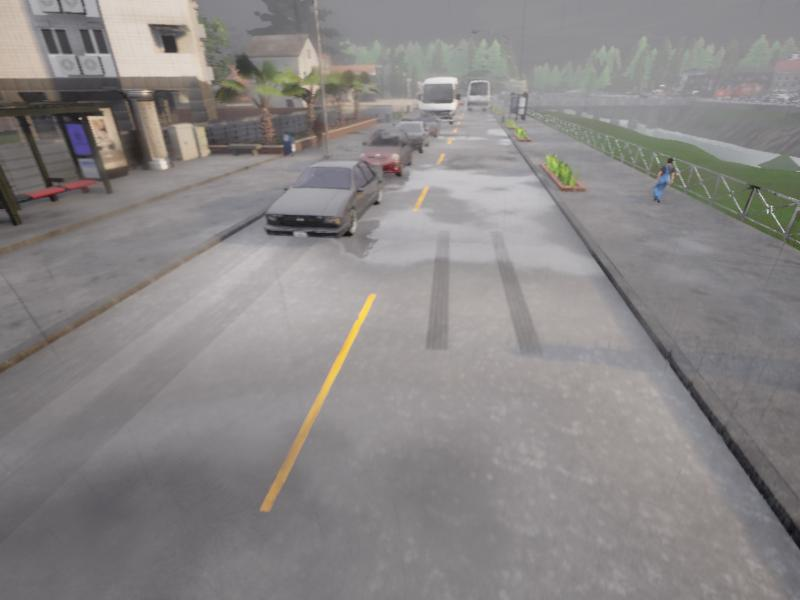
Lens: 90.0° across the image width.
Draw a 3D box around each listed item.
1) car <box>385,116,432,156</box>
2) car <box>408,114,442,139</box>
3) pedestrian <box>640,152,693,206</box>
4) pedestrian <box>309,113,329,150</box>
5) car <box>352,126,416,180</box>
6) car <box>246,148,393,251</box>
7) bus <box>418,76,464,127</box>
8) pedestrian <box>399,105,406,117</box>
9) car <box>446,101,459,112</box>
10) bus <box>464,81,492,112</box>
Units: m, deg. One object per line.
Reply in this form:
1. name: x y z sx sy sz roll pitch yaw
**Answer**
1. car: 0.611 -9.438 22.783 1.930 1.638 5.238 4 28 9
2. car: 1.905 -12.888 29.656 1.994 1.385 4.181 4 28 9
3. pedestrian: 7.337 -3.356 11.068 0.751 1.300 0.751 6 28 13
4. pedestrian: -4.507 -9.397 22.311 0.751 1.860 0.751 3 28 6
5. car: -0.528 -6.273 16.786 1.851 1.617 3.988 4 28 9
6. car: -1.689 -2.954 10.687 2.033 1.411 5.357 4 28 9
7. bus: 4.504 -21.102 42.182 3.944 4.253 10.273 4 30 9
8. pedestrian: 0.357 -23.053 48.698 0.751 1.300 0.751 4 28 8
9. car: 8.227 -30.519 63.060 1.789 1.549 3.705 4 28 9
10. bus: 12.686 -33.247 65.272 3.944 4.253 10.273 4 28 9
